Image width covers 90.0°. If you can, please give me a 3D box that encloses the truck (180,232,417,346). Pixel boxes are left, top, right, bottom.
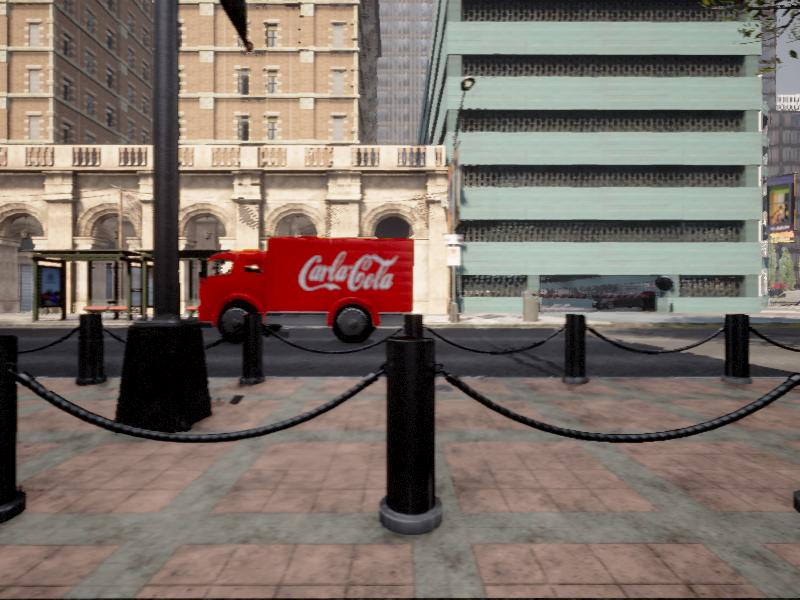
[{"bbox_3d":[-2.241,-0.235,10.153,5.204,2.467,2.627,1,0,0],"label":"truck"}]

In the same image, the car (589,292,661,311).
[{"bbox_3d":[18.816,0.118,33.661,4.902,1.511,2.128,0,0,0],"label":"car"}]

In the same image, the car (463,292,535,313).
[{"bbox_3d":[7.233,0.157,29.520,4.786,1.482,2.161,0,0,0],"label":"car"}]

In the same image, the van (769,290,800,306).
[{"bbox_3d":[64.786,-0.296,65.687,1.988,2.561,5.915,0,0,-25],"label":"van"}]
